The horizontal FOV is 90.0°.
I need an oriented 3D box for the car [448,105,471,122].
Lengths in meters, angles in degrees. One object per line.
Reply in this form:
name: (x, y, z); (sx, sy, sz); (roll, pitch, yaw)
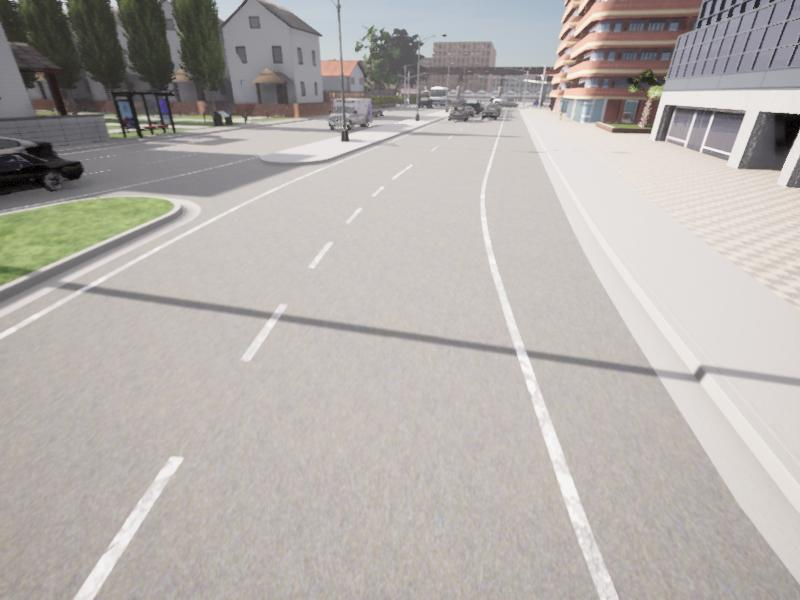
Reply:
car: (7.351, -22.969, 49.107); (2.242, 1.667, 4.611); (7, 28, 12)

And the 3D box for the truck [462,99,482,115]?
truck: (11.635, -31.095, 64.383); (2.390, 2.098, 6.274); (7, 28, 12)

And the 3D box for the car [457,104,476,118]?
car: (9.530, -26.946, 56.966); (2.038, 1.542, 4.974); (7, 28, 12)

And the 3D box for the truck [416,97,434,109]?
truck: (5.281, -41.400, 84.049); (2.390, 2.098, 6.274); (7, 28, 12)

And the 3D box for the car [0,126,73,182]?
car: (-15.179, -5.024, 14.037); (1.930, 1.638, 5.238); (12, 29, 20)

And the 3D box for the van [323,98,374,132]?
van: (-4.465, -16.755, 36.030); (2.351, 2.431, 6.366); (7, 28, 12)

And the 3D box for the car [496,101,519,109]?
car: (24.968, -45.450, 93.058); (4.902, 1.511, 2.128); (11, 29, 19)

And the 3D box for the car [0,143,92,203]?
car: (-12.473, -3.718, 11.969); (1.895, 1.301, 4.718); (12, 30, 21)

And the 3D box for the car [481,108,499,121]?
car: (11.712, -24.165, 51.925); (1.895, 1.301, 4.718); (7, 28, 12)

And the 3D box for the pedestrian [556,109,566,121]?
pedestrian: (18.943, -21.768, 47.064); (0.751, 1.300, 0.751); (5, 28, 8)

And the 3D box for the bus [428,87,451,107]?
bus: (9.837, -50.549, 99.430); (3.944, 4.253, 10.273); (7, 28, 12)

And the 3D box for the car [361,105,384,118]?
car: (-3.535, -24.781, 52.530); (1.816, 1.474, 4.193); (7, 28, 12)
